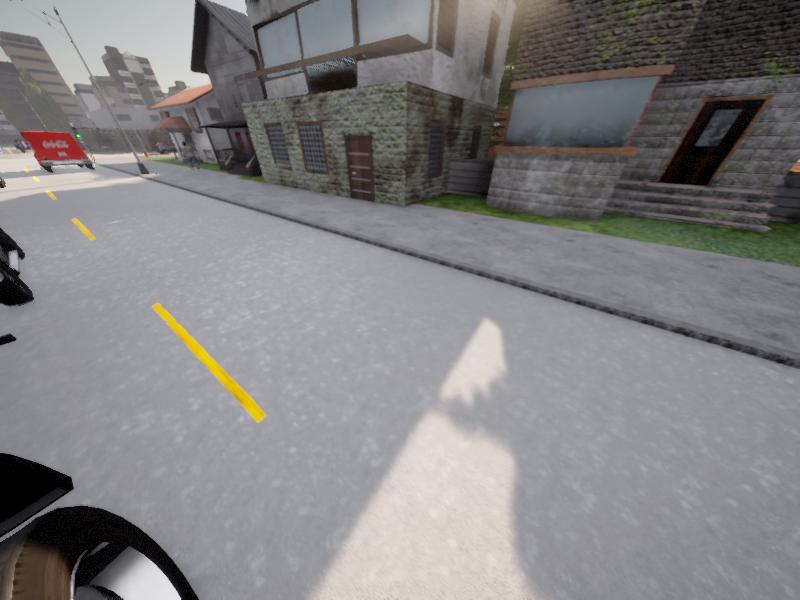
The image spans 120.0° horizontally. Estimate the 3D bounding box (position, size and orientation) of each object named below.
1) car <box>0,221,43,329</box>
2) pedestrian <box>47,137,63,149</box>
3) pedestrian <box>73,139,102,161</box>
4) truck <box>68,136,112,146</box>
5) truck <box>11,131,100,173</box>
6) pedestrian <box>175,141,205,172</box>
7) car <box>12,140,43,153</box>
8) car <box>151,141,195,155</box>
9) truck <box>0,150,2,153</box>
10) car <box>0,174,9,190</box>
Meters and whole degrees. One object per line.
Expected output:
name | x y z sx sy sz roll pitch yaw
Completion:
car | -7.872 -0.843 3.416 4.605 1.855 1.932 22 41 28
pedestrian | -64.310 -29.226 43.036 0.751 1.860 0.751 18 39 23
pedestrian | -32.132 -15.468 23.771 0.751 1.860 0.751 4 35 5
truck | -80.727 -41.455 60.275 2.390 2.098 6.274 22 41 28
truck | -26.974 -11.675 18.118 5.204 2.467 2.627 22 40 27
pedestrian | -15.246 -10.443 16.775 0.751 1.860 0.751 21 40 26
car | -60.657 -24.998 37.577 4.514 1.525 2.007 22 41 28
car | -33.254 -22.366 33.994 1.851 1.617 3.988 22 41 28
truck | -63.084 -23.407 34.800 6.274 2.098 2.390 22 41 28
car | -22.055 -6.620 11.484 3.866 1.878 1.905 23 41 27
